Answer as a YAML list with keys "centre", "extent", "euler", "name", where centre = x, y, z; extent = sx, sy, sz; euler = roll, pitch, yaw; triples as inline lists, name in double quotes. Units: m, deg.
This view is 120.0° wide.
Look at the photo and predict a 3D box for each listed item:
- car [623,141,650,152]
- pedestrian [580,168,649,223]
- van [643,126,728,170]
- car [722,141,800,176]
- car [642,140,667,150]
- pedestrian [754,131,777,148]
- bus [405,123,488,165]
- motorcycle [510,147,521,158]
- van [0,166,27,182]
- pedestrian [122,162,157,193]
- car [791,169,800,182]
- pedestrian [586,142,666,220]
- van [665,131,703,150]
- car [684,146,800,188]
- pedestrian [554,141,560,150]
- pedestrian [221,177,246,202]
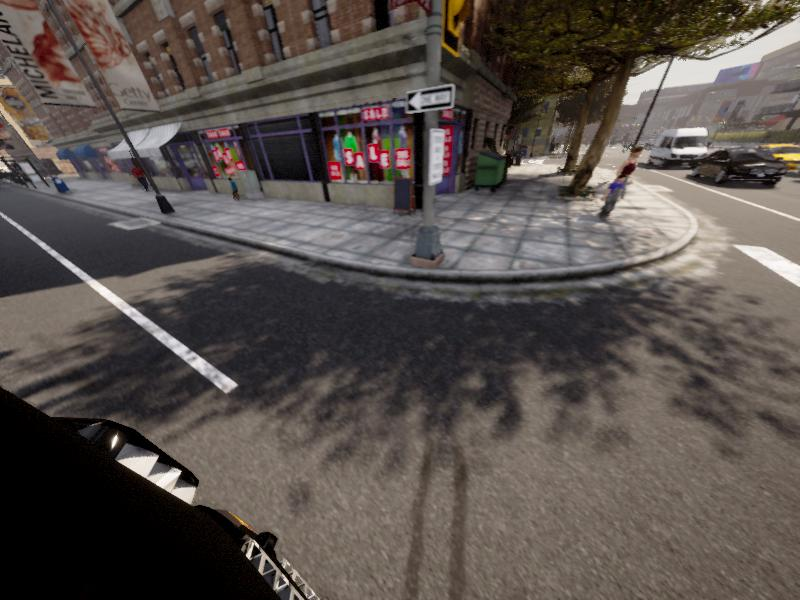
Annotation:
- centre: [41.476, -27.058, 40.630]
  extent: [2.128, 1.511, 4.902]
  euler: [16, 38, 26]
  name: "car"
- centre: [5.952, -2.945, 6.516]
  extent: [0.751, 1.300, 0.751]
  euler: [-3, 33, -1]
  name: "pedestrian"
- centre: [22.084, -12.050, 18.353]
  extent: [1.988, 2.561, 5.915]
  euler: [16, 38, 26]
  name: "van"
- centre: [23.198, -8.853, 14.305]
  extent: [1.801, 1.575, 5.366]
  euler: [16, 38, 26]
  name: "car"
- centre: [47.132, -28.804, 42.888]
  extent: [1.837, 1.490, 4.892]
  euler: [16, 37, 26]
  name: "car"
- centre: [50.764, -22.270, 32.091]
  extent: [0.751, 1.860, 0.751]
  euler: [13, 37, 23]
  name: "pedestrian"
- centre: [6.277, -21.632, 32.418]
  extent: [10.273, 4.253, 3.944]
  euler: [16, 38, 26]
  name: "bus"
- centre: [18.227, -23.246, 36.474]
  extent: [0.764, 1.277, 2.356]
  euler: [-10, 33, 7]
  name: "motorcycle"
- centre: [-66.441, -20.646, 38.068]
  extent: [4.480, 2.038, 2.069]
  euler: [-22, 38, -26]
  name: "van"
- centre: [-18.331, -8.613, 16.301]
  extent: [0.751, 1.860, 0.751]
  euler: [17, 38, 26]
  name: "pedestrian"
- centre: [19.784, -5.321, 9.460]
  extent: [1.895, 1.301, 4.718]
  euler: [16, 38, 26]
  name: "car"
- centre: [6.412, -3.409, 6.677]
  extent: [0.751, 1.860, 0.751]
  euler: [-11, 34, -13]
  name: "pedestrian"
- centre: [49.999, -28.233, 40.868]
  extent: [1.988, 2.561, 5.915]
  euler: [16, 38, 26]
  name: "van"
- centre: [17.523, -7.040, 12.041]
  extent: [1.837, 1.490, 4.892]
  euler: [16, 38, 26]
  name: "car"
- centre: [38.716, -38.088, 56.882]
  extent: [0.751, 1.860, 0.751]
  euler: [13, 36, 22]
  name: "pedestrian"
- centre: [-8.531, -5.674, 11.851]
  extent: [0.500, 1.100, 0.500]
  euler: [15, 37, 25]
  name: "pedestrian"
